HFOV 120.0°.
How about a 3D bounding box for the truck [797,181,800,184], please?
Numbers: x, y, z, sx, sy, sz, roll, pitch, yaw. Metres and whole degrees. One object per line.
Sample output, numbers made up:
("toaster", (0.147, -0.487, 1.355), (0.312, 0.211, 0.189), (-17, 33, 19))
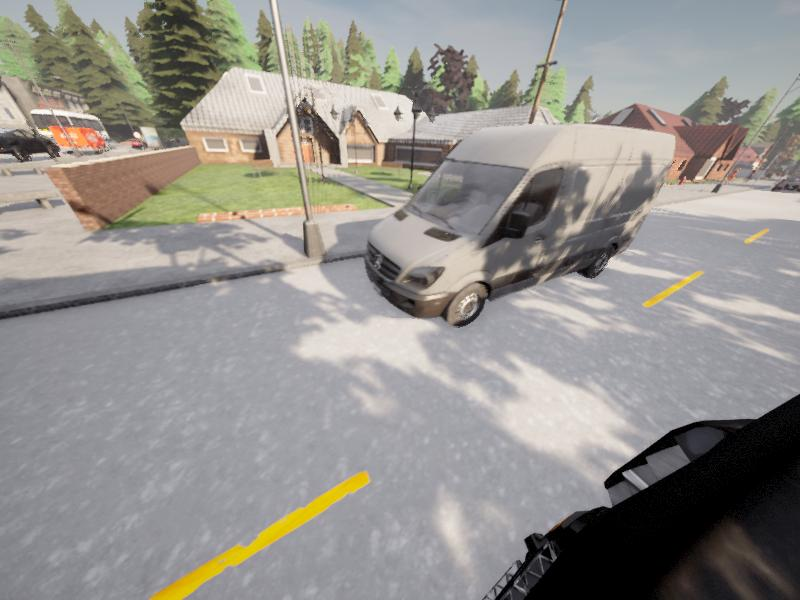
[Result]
("truck", (65.743, -19.762, 35.313), (8.468, 3.827, 2.891), (-15, 38, -25))

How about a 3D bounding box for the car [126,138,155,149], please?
("car", (-45.592, -27.575, 40.720), (2.007, 1.525, 4.514), (-15, 38, -25))

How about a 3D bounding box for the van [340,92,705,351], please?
("van", (2.243, -1.617, 4.261), (5.915, 2.561, 1.988), (-16, 38, -24))

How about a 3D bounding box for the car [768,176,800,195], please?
("car", (39.141, -11.384, 22.869), (4.181, 1.385, 1.994), (-15, 38, -25))

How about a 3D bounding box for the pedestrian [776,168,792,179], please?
("pedestrian", (74.367, -24.514, 44.685), (0.751, 1.860, 0.751), (-18, 39, -28))

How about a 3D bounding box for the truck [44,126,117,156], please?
("truck", (-35.845, -18.049, 26.237), (2.627, 2.467, 5.204), (-15, 38, -25))

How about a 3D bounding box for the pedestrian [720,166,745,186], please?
("pedestrian", (36.942, -13.809, 25.686), (0.751, 1.860, 0.751), (-25, 42, -35))

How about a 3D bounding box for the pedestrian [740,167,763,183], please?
("pedestrian", (45.531, -16.190, 29.931), (0.751, 1.860, 0.751), (-12, 36, -21))

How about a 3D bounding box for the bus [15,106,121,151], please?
("bus", (-44.453, -23.255, 31.819), (3.944, 4.253, 10.273), (-15, 38, -25))

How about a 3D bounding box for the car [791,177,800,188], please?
("car", (52.876, -15.234, 29.628), (3.806, 1.475, 1.970), (-15, 38, -25))

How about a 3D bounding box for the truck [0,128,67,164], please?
("truck", (-30.080, -12.024, 17.915), (2.390, 2.098, 6.274), (-15, 38, -25))

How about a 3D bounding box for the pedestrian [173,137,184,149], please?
("pedestrian", (-40.666, -28.819, 42.438), (0.751, 1.860, 0.751), (-17, 38, -27))
